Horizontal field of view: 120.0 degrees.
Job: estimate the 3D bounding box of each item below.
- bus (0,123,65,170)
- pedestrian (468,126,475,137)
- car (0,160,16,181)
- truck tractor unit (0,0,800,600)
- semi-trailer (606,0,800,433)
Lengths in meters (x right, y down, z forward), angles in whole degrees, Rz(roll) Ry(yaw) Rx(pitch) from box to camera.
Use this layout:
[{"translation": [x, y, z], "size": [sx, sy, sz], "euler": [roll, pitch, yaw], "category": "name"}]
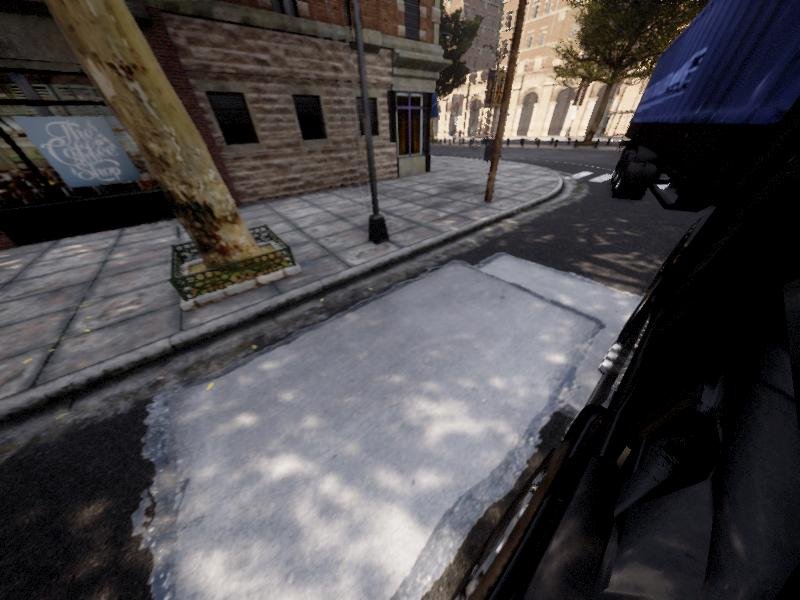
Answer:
[{"translation": [-49.371, -19.734, 29.654], "size": [3.944, 4.253, 10.273], "euler": [-27, 43, -29], "category": "bus"}, {"translation": [15.008, -35.369, 48.504], "size": [0.751, 1.860, 0.751], "euler": [-27, 43, -29], "category": "pedestrian"}, {"translation": [-32.391, -9.677, 16.936], "size": [2.435, 2.045, 5.566], "euler": [-27, 43, -29], "category": "car"}, {"translation": [2.645, -0.295, 0.351], "size": [6.516, 4.208, 3.053], "euler": [-28, 44, -30], "category": "truck tractor unit"}, {"translation": [7.491, -4.212, 5.151], "size": [2.717, 4.402, 14.254], "euler": [21, 43, 28], "category": "semi-trailer"}]
